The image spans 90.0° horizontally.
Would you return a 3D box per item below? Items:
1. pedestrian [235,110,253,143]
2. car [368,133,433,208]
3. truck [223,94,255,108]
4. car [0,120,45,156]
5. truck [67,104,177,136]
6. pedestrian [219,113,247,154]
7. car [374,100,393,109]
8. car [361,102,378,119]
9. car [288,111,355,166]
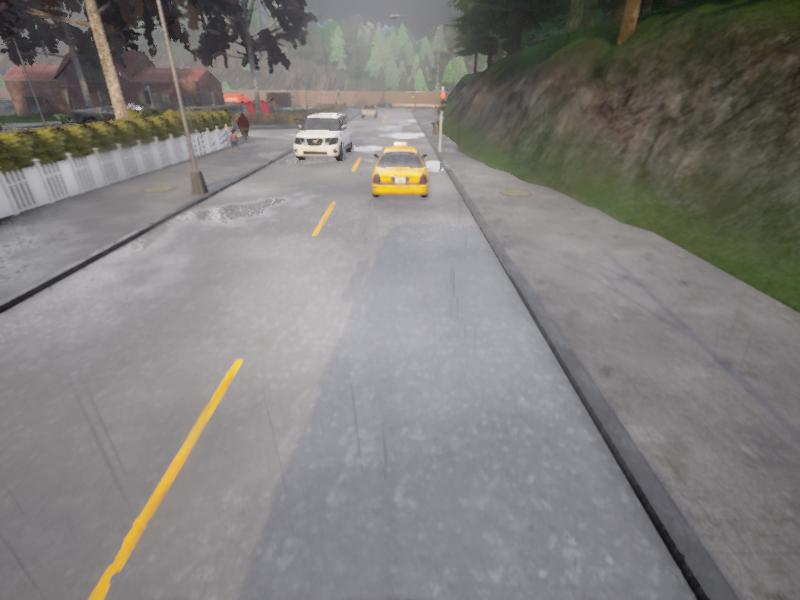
[{"bbox_3d":[-9.762,-10.879,25.074,0.751,1.860,0.751,-8,28,-15],"label":"pedestrian"},{"bbox_3d":[0.008,-4.651,13.807,1.801,1.575,5.366,0,27,0],"label":"car"},{"bbox_3d":[-32.744,-40.499,81.481,5.204,2.467,2.627,0,27,0],"label":"truck"},{"bbox_3d":[-19.769,-7.666,19.001,1.994,1.381,4.181,0,27,0],"label":"car"},{"bbox_3d":[-21.020,-13.790,30.568,6.274,2.098,2.390,0,27,0],"label":"truck"},{"bbox_3d":[-8.676,-8.652,20.797,0.751,1.860,0.751,6,28,11],"label":"pedestrian"},{"bbox_3d":[-3.460,-40.558,82.981,3.705,1.549,1.789,19,33,32],"label":"car"},{"bbox_3d":[-3.963,-24.888,52.435,1.932,1.855,4.605,0,27,0],"label":"car"},{"bbox_3d":[-3.802,-8.453,20.570,2.150,2.045,5.566,1,28,1],"label":"car"}]
